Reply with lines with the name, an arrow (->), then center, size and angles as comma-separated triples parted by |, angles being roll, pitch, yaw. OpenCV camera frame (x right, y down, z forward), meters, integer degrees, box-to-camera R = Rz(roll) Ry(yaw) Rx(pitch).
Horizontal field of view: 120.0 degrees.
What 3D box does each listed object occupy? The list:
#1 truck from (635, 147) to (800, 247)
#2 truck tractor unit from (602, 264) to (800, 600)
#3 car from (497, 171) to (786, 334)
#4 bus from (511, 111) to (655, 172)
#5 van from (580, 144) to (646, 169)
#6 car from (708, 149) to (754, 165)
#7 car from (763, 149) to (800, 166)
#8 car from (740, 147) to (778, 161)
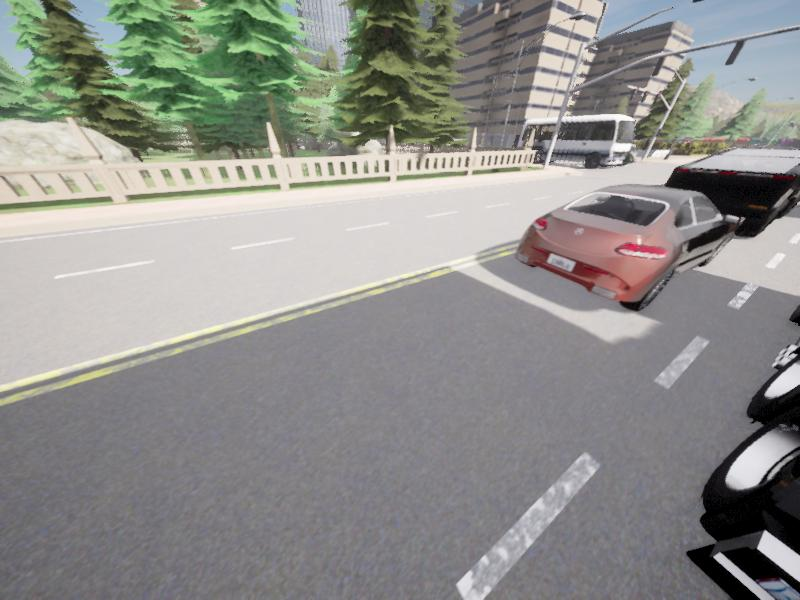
truck -> 11.254, -3.733, 7.632 | 6.274, 2.098, 2.390 | -18, 39, -24
truck tractor unit -> 5.108, -0.304, 0.784 | 6.516, 4.208, 3.053 | -18, 39, -24
car -> 4.762, -1.428, 4.679 | 5.027, 1.651, 2.152 | -18, 39, -24
bus -> 17.703, -16.345, 23.934 | 3.944, 4.253, 10.273 | -18, 39, -24
van -> 22.256, -15.272, 24.416 | 1.775, 1.987, 4.442 | -23, 41, -29
car -> 41.215, -17.892, 28.749 | 4.514, 1.525, 2.007 | -17, 38, -23
car -> 47.474, -17.580, 28.351 | 4.974, 1.542, 2.038 | -18, 39, -24
car -> 54.377, -22.130, 34.953 | 4.974, 1.542, 2.038 | -18, 39, -24
